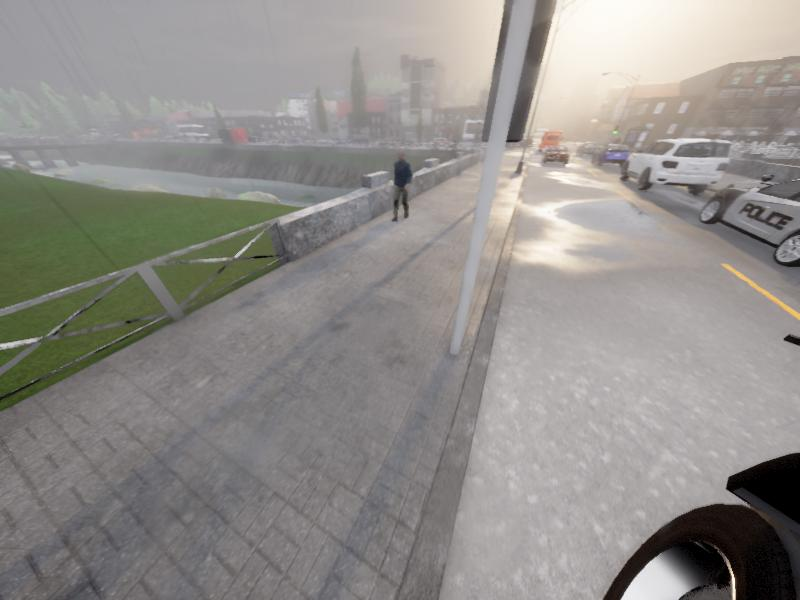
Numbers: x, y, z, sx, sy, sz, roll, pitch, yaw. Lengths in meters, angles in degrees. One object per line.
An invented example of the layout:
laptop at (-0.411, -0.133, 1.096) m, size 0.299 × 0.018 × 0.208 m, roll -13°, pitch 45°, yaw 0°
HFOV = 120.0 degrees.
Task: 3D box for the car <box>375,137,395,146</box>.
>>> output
car at (-3.119, -33.890, 49.456) m, size 3.806 × 1.475 × 1.970 m, roll 15°, pitch 39°, yaw 20°

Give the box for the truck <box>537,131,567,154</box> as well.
truck at (21.466, -22.552, 32.944) m, size 2.627 × 2.467 × 5.204 m, roll 16°, pitch 39°, yaw 20°

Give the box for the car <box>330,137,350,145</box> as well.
car at (-13.882, -36.911, 53.623) m, size 4.193 × 1.474 × 1.816 m, roll 16°, pitch 39°, yaw 20°

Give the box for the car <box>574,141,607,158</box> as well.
car at (22.554, -18.020, 27.593) m, size 2.033 × 1.411 × 5.357 m, roll 16°, pitch 39°, yaw 20°

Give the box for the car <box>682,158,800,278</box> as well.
car at (9.419, -1.998, 5.178) m, size 1.930 × 1.638 × 5.238 m, roll 16°, pitch 39°, yaw 20°

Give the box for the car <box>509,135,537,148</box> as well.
car at (23.104, -29.813, 43.496) m, size 3.866 × 1.878 × 1.905 m, roll -2°, pitch 37°, yaw -3°

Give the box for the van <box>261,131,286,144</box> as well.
van at (-33.192, -42.755, 60.776) m, size 5.915 × 2.561 × 1.988 m, roll 16°, pitch 39°, yaw 20°

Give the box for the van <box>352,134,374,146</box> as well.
van at (-8.184, -35.520, 51.269) m, size 4.442 × 1.987 × 1.775 m, roll 16°, pitch 39°, yaw 20°

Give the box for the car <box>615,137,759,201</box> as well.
car at (13.061, -6.634, 11.260) m, size 2.150 × 2.045 × 5.566 m, roll 16°, pitch 39°, yaw 20°

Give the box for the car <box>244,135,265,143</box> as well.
car at (-40.043, -44.329, 63.686) m, size 4.611 × 1.667 × 2.242 m, roll 16°, pitch 39°, yaw 21°

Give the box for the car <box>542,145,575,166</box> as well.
car at (14.211, -13.184, 20.969) m, size 1.895 × 1.301 × 4.718 m, roll 16°, pitch 39°, yaw 20°

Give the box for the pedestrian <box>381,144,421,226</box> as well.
pedestrian at (0.028, -3.094, 6.276) m, size 0.751 × 1.860 × 0.751 m, roll 16°, pitch 39°, yaw 20°

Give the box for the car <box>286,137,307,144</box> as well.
car at (-26.077, -40.318, 58.348) m, size 4.674 × 1.442 × 1.812 m, roll 16°, pitch 39°, yaw 20°

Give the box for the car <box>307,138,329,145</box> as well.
car at (-19.789, -38.495, 55.960) m, size 4.718 × 1.301 × 1.895 m, roll 16°, pitch 39°, yaw 20°

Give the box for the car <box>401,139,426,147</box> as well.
car at (2.700, -32.186, 47.261) m, size 4.718 × 1.301 × 1.895 m, roll 16°, pitch 39°, yaw 20°

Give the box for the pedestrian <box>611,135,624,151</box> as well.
pedestrian at (32.518, -23.501, 34.580) m, size 0.751 × 1.860 × 0.751 m, roll 26°, pitch 43°, yaw 31°

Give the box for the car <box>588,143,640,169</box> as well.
car at (17.835, -12.285, 19.532) m, size 2.007 × 1.525 × 4.514 m, roll 16°, pitch 39°, yaw 20°

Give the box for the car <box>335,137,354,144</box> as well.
car at (-13.723, -39.418, 57.185) m, size 4.181 × 1.385 × 1.994 m, roll 16°, pitch 39°, yaw 20°

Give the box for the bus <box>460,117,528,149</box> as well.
bus at (16.589, -29.623, 41.214) m, size 10.273 × 4.253 × 3.944 m, roll 14°, pitch 38°, yaw 19°

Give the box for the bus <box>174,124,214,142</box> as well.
bus at (-64.677, -52.362, 72.567) m, size 10.273 × 4.253 × 3.944 m, roll 16°, pitch 39°, yaw 20°

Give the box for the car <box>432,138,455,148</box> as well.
car at (8.440, -30.645, 44.981) m, size 3.806 × 1.475 × 1.970 m, roll 15°, pitch 39°, yaw 20°
